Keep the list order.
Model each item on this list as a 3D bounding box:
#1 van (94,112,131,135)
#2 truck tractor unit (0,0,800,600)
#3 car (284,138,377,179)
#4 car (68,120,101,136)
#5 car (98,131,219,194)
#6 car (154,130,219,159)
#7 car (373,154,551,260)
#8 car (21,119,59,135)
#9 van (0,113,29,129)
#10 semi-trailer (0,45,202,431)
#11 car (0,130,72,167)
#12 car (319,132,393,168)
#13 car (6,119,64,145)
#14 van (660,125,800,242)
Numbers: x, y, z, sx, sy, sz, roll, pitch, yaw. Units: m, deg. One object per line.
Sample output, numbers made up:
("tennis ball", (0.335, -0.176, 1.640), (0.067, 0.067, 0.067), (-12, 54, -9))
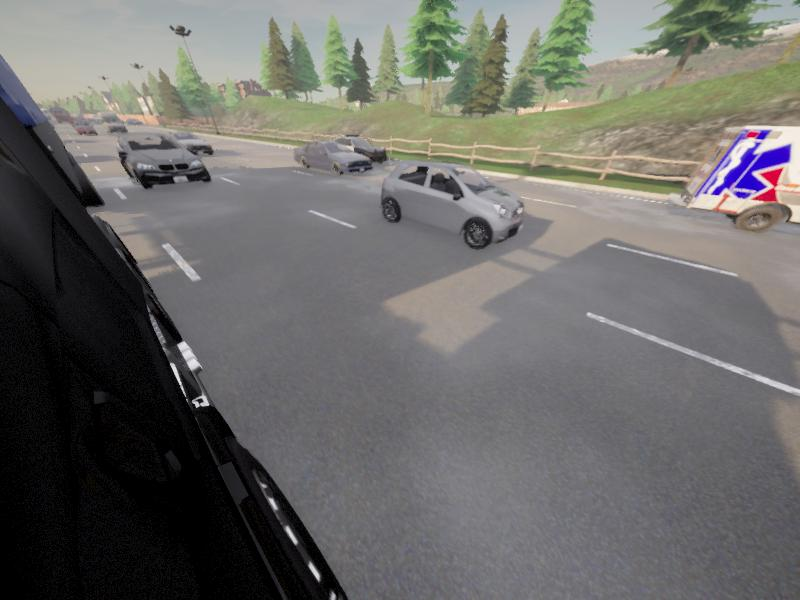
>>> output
("van", (-43.440, -26.727, 34.905), (5.915, 2.561, 1.988), (28, 44, 30))
("truck tractor unit", (-2.645, -0.295, 0.352), (6.516, 4.208, 3.053), (28, 44, 30))
("car", (-3.968, -8.081, 12.985), (5.357, 1.411, 2.033), (28, 44, 30))
("car", (-40.412, -21.957, 29.558), (3.633, 1.501, 1.845), (28, 44, 30))
("car", (-9.982, -5.877, 9.548), (4.611, 1.667, 2.242), (28, 44, 30))
("car", (-15.842, -11.624, 17.126), (5.357, 1.411, 2.033), (28, 44, 30))
("car", (1.295, -2.591, 5.836), (3.633, 1.501, 1.845), (28, 44, 30))
("car", (-46.838, -22.588, 30.138), (4.792, 1.488, 2.163), (28, 44, 30))
("van", (-63.618, -28.665, 36.944), (4.480, 2.038, 2.069), (7, 37, 7))
("semi-trailer", (-8.709, -3.572, 4.257), (14.254, 4.402, 2.717), (28, 44, 30))
("car", (-20.291, -8.463, 12.745), (4.181, 1.385, 1.994), (28, 44, 30))
("car", (-3.107, -10.483, 16.006), (5.238, 1.638, 1.930), (28, 44, 30))
("car", (-33.289, -15.460, 21.203), (5.027, 1.651, 2.152), (28, 44, 30))
("van", (11.854, -2.867, 5.956), (6.366, 2.431, 2.351), (28, 44, 30))
